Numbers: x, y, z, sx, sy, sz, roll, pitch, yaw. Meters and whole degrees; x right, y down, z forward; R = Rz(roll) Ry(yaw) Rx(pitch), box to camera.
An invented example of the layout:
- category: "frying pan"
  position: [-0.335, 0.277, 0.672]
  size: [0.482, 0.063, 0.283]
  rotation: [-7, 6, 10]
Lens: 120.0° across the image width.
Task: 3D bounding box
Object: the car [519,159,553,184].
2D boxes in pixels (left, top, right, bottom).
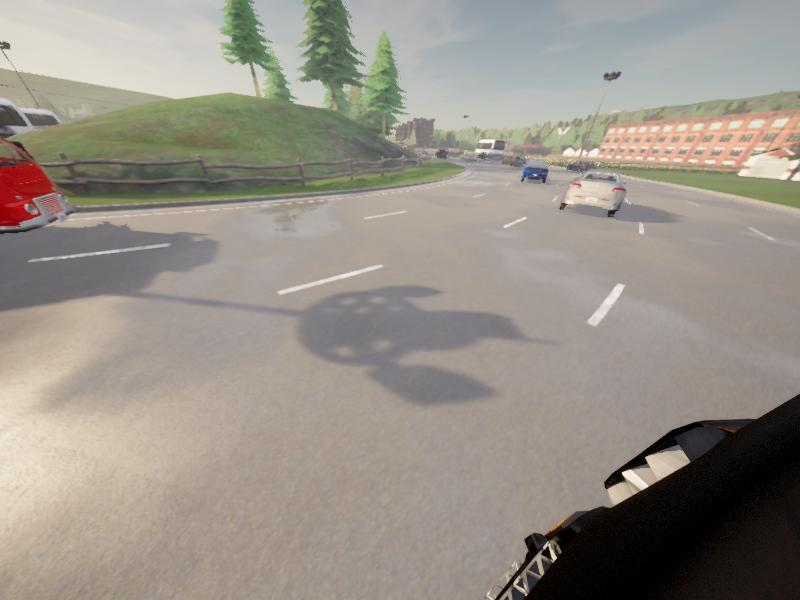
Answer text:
- category: "car"
  position: [12.147, -11.727, 20.961]
  size: [1.882, 1.535, 5.008]
  rotation: [15, 36, 17]

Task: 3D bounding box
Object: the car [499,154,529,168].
- category: "car"
  position: [18.574, -22.834, 37.931]
  size: [2.242, 1.667, 4.611]
  rotation: [-1, 34, -6]

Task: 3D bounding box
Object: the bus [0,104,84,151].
- category: "bus"
  position: [-45.831, -20.114, 26.956]
  size: [3.944, 4.253, 10.273]
  rotation: [-2, 34, -7]

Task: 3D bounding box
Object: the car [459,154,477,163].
- category: "car"
  position: [13.789, -28.945, 47.079]
  size: [1.895, 1.301, 4.718]
  rotation: [-2, 34, -7]

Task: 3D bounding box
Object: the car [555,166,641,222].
- category: "car"
  position: [9.303, -5.306, 11.067]
  size: [2.152, 1.651, 5.027]
  rotation: [24, 39, 28]

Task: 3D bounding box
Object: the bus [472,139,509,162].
- category: "bus"
  position: [22.487, -38.014, 58.608]
  size: [3.944, 4.253, 10.273]
  rotation: [-2, 34, -7]

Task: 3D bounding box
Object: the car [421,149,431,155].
- category: "car"
  position: [8.969, -50.957, 79.537]
  size: [2.163, 1.488, 4.792]
  rotation: [-2, 34, -7]

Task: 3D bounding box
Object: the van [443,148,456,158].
- category: "van"
  position: [14.362, -42.588, 66.886]
  size: [2.069, 2.038, 4.480]
  rotation: [-2, 34, -7]

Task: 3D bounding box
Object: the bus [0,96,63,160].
- category: "bus"
  position: [-33.571, -12.561, 16.517]
  size: [3.944, 4.253, 10.273]
  rotation: [-2, 34, -7]

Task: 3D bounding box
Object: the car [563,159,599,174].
- category: "car"
  position: [25.536, -18.928, 32.753]
  size: [1.816, 1.474, 4.193]
  rotation: [3, 34, 0]

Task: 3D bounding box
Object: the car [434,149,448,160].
- category: "car"
  position: [9.346, -33.480, 53.020]
  size: [1.905, 1.878, 3.866]
  rotation: [-2, 34, -7]

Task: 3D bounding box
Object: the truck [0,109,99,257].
- category: "truck"
  position: [-10.474, -2.090, 4.089]
  size: [5.204, 2.467, 2.627]
  rotation: [-15, 38, -24]

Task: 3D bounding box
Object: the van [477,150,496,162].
- category: "van"
  position: [19.889, -33.326, 53.405]
  size: [2.069, 2.038, 4.480]
  rotation: [-2, 34, -7]

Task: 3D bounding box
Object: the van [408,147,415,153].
- category: "van"
  position: [4.239, -56.834, 87.542]
  size: [1.775, 1.987, 4.442]
  rotation: [-2, 34, -7]

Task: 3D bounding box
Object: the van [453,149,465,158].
- category: "van"
  position: [17.562, -43.925, 69.157]
  size: [1.775, 1.987, 4.442]
  rotation: [-2, 34, -7]
